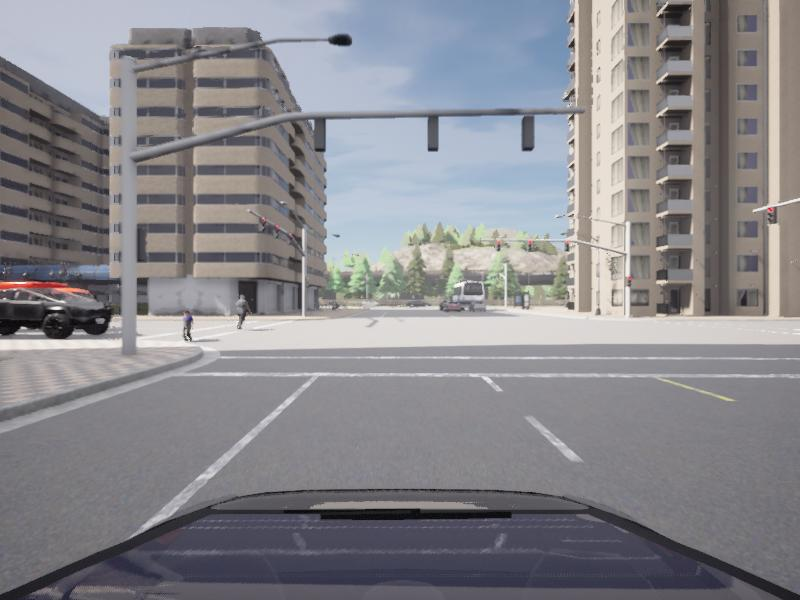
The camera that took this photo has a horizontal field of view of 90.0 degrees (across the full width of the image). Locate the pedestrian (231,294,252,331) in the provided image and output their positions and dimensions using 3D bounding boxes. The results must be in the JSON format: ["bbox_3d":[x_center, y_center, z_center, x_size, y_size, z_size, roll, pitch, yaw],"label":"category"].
[{"bbox_3d":[-8.336,0.644,21.064,0.751,1.860,0.751,0,0,12],"label":"pedestrian"}]

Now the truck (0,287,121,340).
[{"bbox_3d":[-15.830,0.548,17.025,6.274,2.098,2.390,0,0,1],"label":"truck"}]

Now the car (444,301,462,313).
[{"bbox_3d":[6.994,0.871,53.273,1.970,1.475,3.806,0,0,0],"label":"car"}]

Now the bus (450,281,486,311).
[{"bbox_3d":[10.376,-0.514,62.334,3.944,4.253,10.273,0,0,0],"label":"bus"}]

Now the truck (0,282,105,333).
[{"bbox_3d":[-18.735,0.364,20.568,5.204,2.467,2.627,0,0,1],"label":"truck"}]

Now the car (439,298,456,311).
[{"bbox_3d":[6.997,0.672,59.292,1.932,1.855,4.605,0,0,0],"label":"car"}]

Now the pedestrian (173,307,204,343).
[{"bbox_3d":[-7.912,0.922,14.986,0.751,1.300,0.751,0,0,-1],"label":"pedestrian"}]
